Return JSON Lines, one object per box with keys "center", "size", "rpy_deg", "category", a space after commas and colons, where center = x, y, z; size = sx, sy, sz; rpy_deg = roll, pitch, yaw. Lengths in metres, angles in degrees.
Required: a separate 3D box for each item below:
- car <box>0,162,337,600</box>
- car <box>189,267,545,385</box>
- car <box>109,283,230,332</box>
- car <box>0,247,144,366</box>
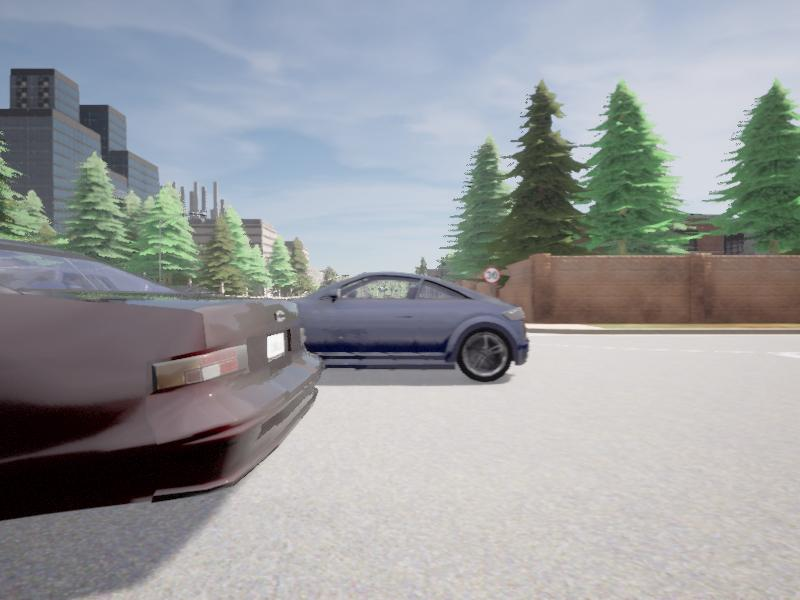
{"center": [-3.190, 0.300, 2.206], "size": [5.357, 1.411, 2.033], "rpy_deg": [0, 0, 0], "category": "car"}
{"center": [-0.383, 0.308, 5.694], "size": [4.181, 1.385, 1.994], "rpy_deg": [0, 0, 0], "category": "car"}
{"center": [-8.178, 0.240, 14.811], "size": [2.007, 1.525, 4.514], "rpy_deg": [0, 0, -2], "category": "car"}
{"center": [-7.344, 0.105, 8.023], "size": [2.097, 1.767, 4.553], "rpy_deg": [0, 0, -9], "category": "car"}
